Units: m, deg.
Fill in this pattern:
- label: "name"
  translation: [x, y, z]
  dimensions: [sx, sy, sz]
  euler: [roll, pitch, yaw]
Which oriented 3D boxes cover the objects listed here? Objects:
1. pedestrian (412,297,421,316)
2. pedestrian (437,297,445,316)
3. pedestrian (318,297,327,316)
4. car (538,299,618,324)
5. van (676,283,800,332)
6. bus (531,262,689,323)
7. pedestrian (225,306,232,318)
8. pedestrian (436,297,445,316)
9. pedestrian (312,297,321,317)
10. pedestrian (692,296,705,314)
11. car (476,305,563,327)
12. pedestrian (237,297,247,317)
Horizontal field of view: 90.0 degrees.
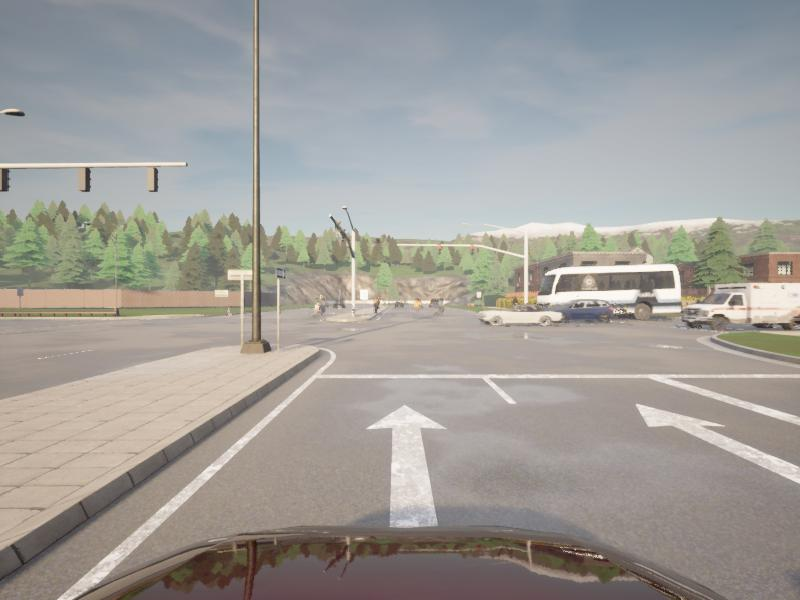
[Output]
- label: "pedestrian"
  translation: [1.617, 0.637, 39.241]
  dimensions: [0.751, 1.860, 0.751]
  euler: [0, 0, 6]
- label: "pedestrian"
  translation: [4.097, 0.640, 39.788]
  dimensions: [0.751, 1.860, 0.751]
  euler: [0, 0, -1]
- label: "pedestrian"
  translation: [-7.550, 0.645, 39.056]
  dimensions: [0.751, 1.860, 0.751]
  euler: [0, 0, 4]
- label: "car"
  translation: [12.390, 0.755, 28.047]
  dimensions: [4.611, 1.667, 2.242]
  euler: [0, 0, -1]
- label: "van"
  translation: [18.545, 0.377, 21.124]
  dimensions: [6.366, 2.431, 2.351]
  euler: [0, 0, -1]
- label: "bus"
  translation: [16.187, -0.547, 31.626]
  dimensions: [10.273, 4.253, 3.944]
  euler: [-2, 0, 1]
- label: "pedestrian"
  translation: [-15.688, 1.068, 36.583]
  dimensions: [0.500, 1.100, 0.500]
  euler: [0, 0, -5]
- label: "pedestrian"
  translation: [3.929, 0.637, 38.959]
  dimensions: [0.751, 1.860, 0.751]
  euler: [0, 0, -2]
- label: "pedestrian"
  translation: [-7.755, 0.637, 37.229]
  dimensions: [0.751, 1.860, 0.751]
  euler: [0, 0, -4]
- label: "pedestrian"
  translation: [31.093, 0.485, 41.658]
  dimensions: [0.751, 1.860, 0.751]
  euler: [0, 0, 2]
- label: "car"
  translation: [7.219, 0.944, 24.485]
  dimensions: [4.718, 1.301, 1.895]
  euler: [0, 0, -1]
- label: "pedestrian"
  translation: [-14.771, 0.637, 37.427]
  dimensions: [0.751, 1.860, 0.751]
  euler: [0, 0, -9]
